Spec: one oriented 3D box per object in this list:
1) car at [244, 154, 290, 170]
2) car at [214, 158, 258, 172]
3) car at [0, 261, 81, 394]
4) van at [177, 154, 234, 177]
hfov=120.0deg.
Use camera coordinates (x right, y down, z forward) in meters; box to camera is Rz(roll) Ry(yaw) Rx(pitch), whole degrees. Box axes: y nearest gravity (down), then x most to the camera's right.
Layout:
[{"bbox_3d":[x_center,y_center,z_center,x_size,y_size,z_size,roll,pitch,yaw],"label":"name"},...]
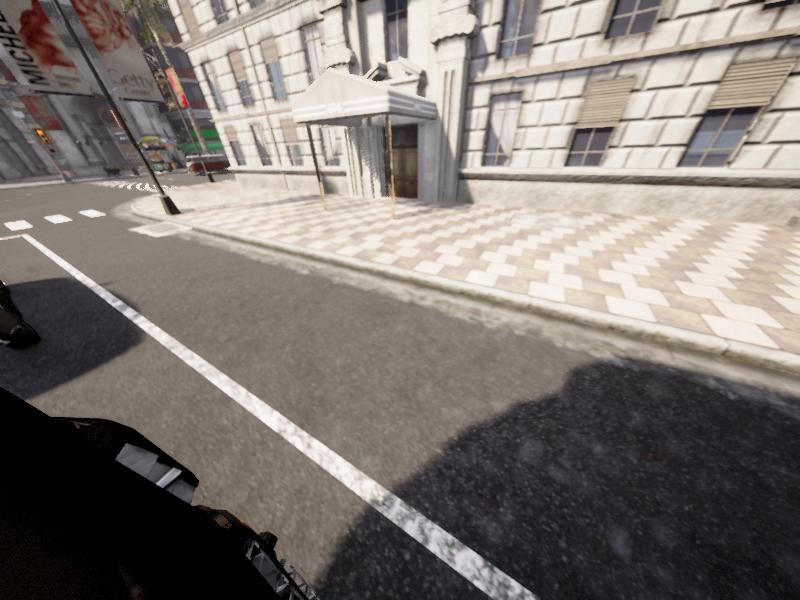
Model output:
[{"bbox_3d":[-18.763,-19.757,32.994,1.930,1.638,5.238,17,38,26],"label":"car"},{"bbox_3d":[-23.103,-19.207,32.764,1.895,1.301,4.718,17,38,26],"label":"car"},{"bbox_3d":[-6.835,0.035,2.875,4.902,1.511,2.128,16,38,25],"label":"car"},{"bbox_3d":[-22.743,-15.979,27.315,1.775,1.987,4.442,16,38,26],"label":"van"}]
